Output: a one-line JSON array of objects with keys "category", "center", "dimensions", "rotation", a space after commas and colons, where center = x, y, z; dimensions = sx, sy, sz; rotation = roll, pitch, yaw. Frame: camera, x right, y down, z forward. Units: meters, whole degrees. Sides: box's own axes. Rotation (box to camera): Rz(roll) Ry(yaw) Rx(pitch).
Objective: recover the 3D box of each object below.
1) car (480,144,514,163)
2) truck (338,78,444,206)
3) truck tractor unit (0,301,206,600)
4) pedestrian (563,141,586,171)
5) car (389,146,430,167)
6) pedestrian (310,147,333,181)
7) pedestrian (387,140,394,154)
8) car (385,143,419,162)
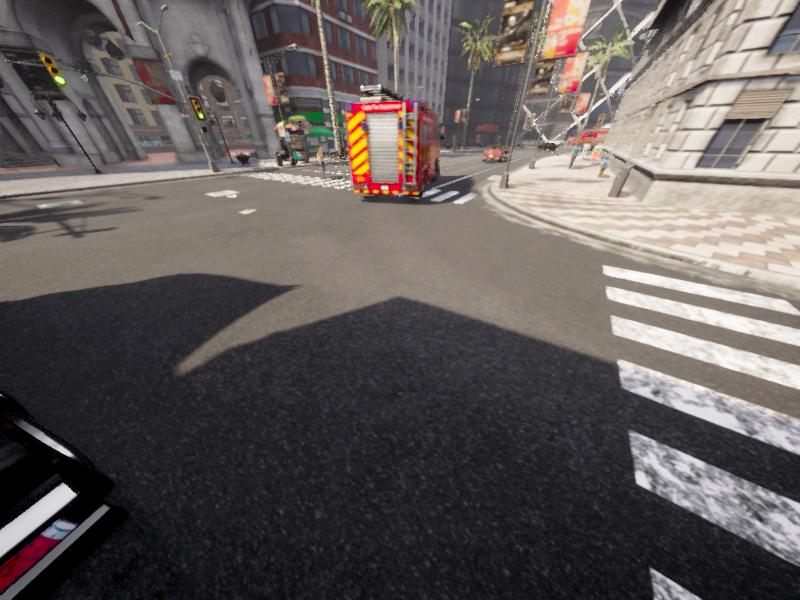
[{"category": "car", "center": [11.345, -17.125, 26.925], "dimensions": [2.152, 1.651, 5.027], "rotation": [20, 40, 27]}, {"category": "truck", "center": [0.316, -7.976, 12.042], "dimensions": [2.891, 3.827, 8.468], "rotation": [7, 36, 12]}, {"category": "truck tractor unit", "center": [-5.236, -0.151, 0.579], "dimensions": [6.516, 4.208, 3.053], "rotation": [13, 37, 18]}, {"category": "pedestrian", "center": [13.188, -10.906, 17.502], "dimensions": [0.751, 1.860, 0.751], "rotation": [18, 39, 24]}, {"category": "car", "center": [1.109, -15.388, 24.586], "dimensions": [1.801, 1.575, 5.366], "rotation": [20, 40, 27]}, {"category": "pedestrian", "center": [-5.099, -8.890, 15.076], "dimensions": [0.751, 1.860, 0.751], "rotation": [19, 39, 25]}, {"category": "pedestrian", "center": [-1.609, -25.903, 39.090], "dimensions": [0.751, 1.860, 0.751], "rotation": [19, 39, 25]}, {"category": "car", "center": [0.318, -18.454, 28.789], "dimensions": [2.097, 1.767, 4.553], "rotation": [20, 40, 27]}]
